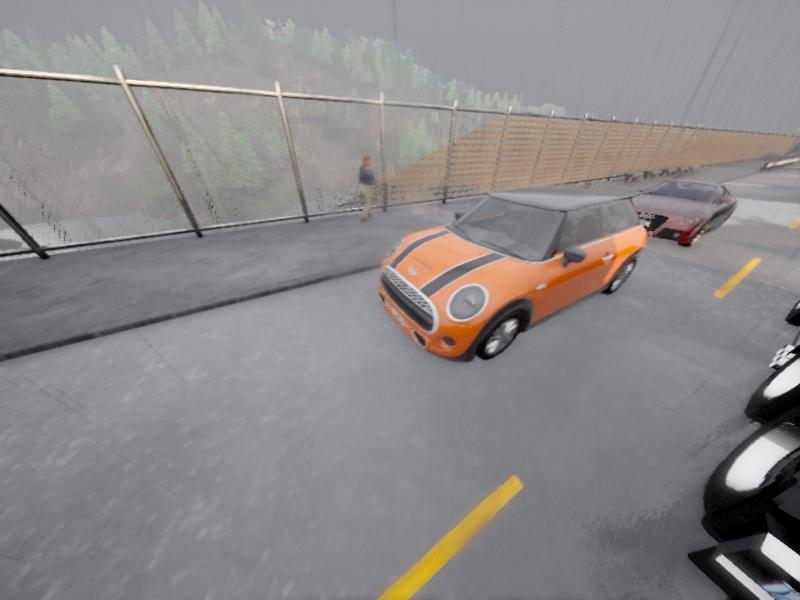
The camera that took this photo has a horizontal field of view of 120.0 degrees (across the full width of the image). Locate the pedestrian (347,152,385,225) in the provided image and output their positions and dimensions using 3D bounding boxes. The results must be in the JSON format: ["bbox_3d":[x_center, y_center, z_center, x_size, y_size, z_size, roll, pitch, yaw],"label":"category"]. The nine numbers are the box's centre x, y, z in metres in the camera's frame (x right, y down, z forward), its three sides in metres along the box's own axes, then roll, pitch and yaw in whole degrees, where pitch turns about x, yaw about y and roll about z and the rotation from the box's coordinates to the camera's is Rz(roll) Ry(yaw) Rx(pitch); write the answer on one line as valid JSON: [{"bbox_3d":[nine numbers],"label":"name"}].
[{"bbox_3d":[-0.985,-3.339,6.957,0.751,1.860,0.751,-20,40,-26],"label":"pedestrian"}]

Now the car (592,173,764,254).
[{"bbox_3d":[8.268,-2.797,6.933,4.181,1.385,1.994,-18,39,-25],"label":"car"}]

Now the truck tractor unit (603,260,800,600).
[{"bbox_3d":[5.108,-0.302,0.797,6.516,4.208,3.053,-18,39,-25],"label":"truck tractor unit"}]

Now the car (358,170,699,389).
[{"bbox_3d":[1.938,-0.888,3.746,4.553,1.767,2.097,-18,39,-24],"label":"car"}]
